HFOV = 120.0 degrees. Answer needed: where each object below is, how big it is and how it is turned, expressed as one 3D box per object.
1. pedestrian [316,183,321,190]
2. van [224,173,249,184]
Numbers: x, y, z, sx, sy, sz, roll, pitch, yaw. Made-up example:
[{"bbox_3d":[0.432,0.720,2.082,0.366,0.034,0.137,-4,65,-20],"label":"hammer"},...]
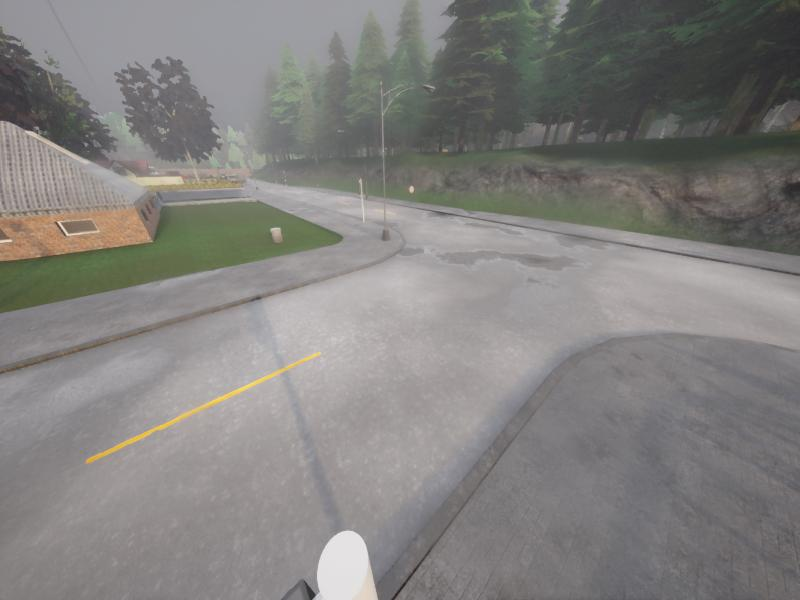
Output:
[{"bbox_3d":[-16.232,-22.565,45.938,0.500,1.100,0.500,-23,37,-34],"label":"pedestrian"},{"bbox_3d":[-44.613,-33.235,63.195,1.988,2.561,5.915,1,30,1],"label":"van"}]
